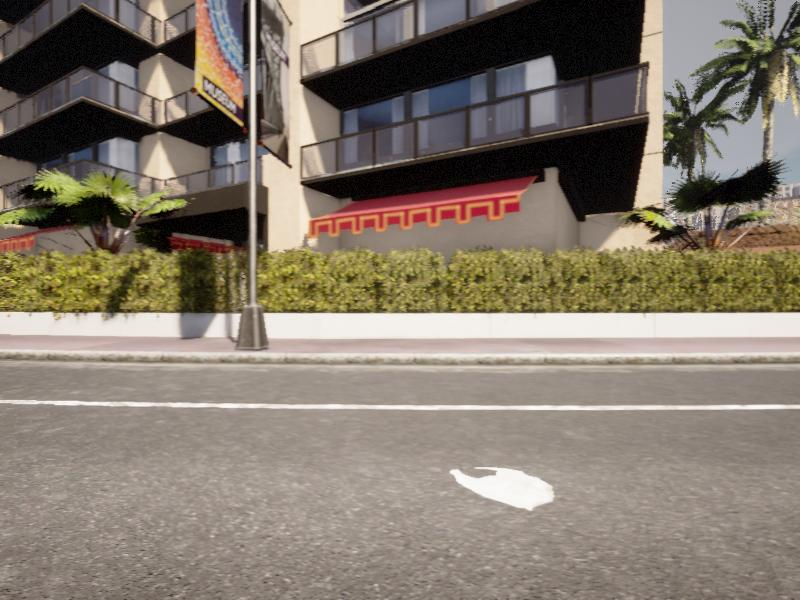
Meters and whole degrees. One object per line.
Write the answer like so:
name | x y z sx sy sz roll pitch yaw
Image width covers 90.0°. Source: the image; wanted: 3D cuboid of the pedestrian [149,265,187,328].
pedestrian | -7.070 -0.112 12.220 0.751 1.860 0.751 0 0 -1
